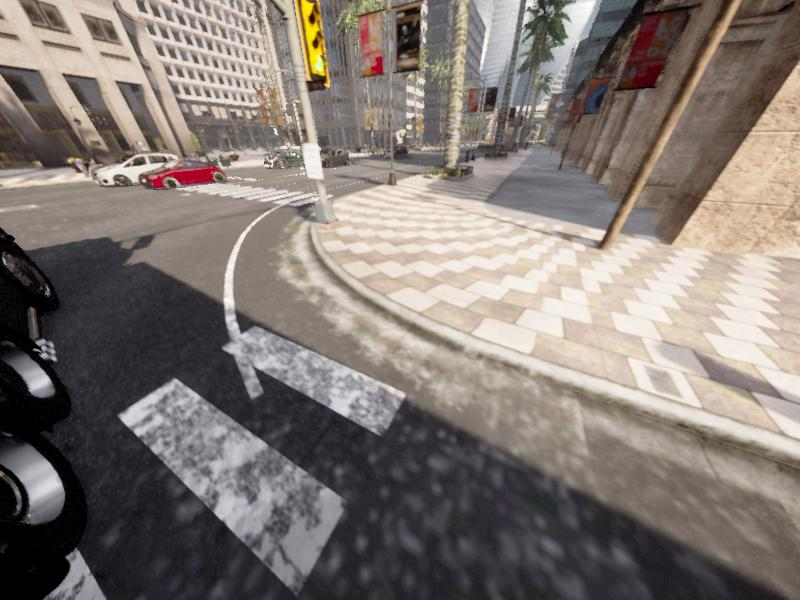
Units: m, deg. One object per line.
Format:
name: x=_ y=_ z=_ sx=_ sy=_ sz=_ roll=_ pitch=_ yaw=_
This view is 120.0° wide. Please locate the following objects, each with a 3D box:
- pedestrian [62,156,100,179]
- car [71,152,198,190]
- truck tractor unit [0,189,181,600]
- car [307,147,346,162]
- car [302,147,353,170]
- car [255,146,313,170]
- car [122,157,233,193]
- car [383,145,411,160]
pedestrian: x=-21.858 y=-9.126 z=15.873 sx=0.751 sy=1.300 sz=0.751 roll=0 pitch=35 yaw=1
car: x=-16.502 y=-8.384 z=14.753 sx=2.242 sy=1.667 sz=4.611 roll=16 pitch=38 yaw=22
truck tractor unit: x=-4.979 y=-0.415 z=0.946 sx=6.516 sy=4.208 sz=3.053 roll=24 pitch=42 yaw=30
car: x=-9.792 y=-19.736 z=31.243 sx=2.163 sy=1.488 sz=4.792 roll=16 pitch=38 yaw=22
car: x=-7.152 y=-14.416 z=23.383 sx=2.242 sy=1.667 sz=4.611 roll=16 pitch=38 yaw=22
car: x=-11.334 y=-14.179 z=22.961 sx=2.097 sy=1.767 sz=4.553 roll=16 pitch=38 yaw=22
car: x=-13.053 y=-7.641 z=13.923 sx=1.994 sy=1.385 sz=4.181 roll=15 pitch=38 yaw=21
car: x=-0.416 y=-21.878 z=34.135 sx=2.033 sy=1.649 sz=4.856 roll=16 pitch=38 yaw=22
